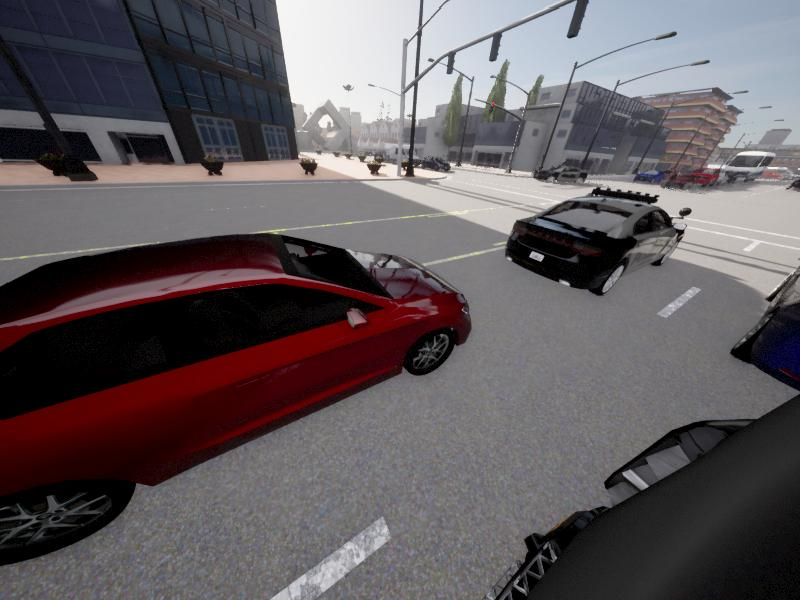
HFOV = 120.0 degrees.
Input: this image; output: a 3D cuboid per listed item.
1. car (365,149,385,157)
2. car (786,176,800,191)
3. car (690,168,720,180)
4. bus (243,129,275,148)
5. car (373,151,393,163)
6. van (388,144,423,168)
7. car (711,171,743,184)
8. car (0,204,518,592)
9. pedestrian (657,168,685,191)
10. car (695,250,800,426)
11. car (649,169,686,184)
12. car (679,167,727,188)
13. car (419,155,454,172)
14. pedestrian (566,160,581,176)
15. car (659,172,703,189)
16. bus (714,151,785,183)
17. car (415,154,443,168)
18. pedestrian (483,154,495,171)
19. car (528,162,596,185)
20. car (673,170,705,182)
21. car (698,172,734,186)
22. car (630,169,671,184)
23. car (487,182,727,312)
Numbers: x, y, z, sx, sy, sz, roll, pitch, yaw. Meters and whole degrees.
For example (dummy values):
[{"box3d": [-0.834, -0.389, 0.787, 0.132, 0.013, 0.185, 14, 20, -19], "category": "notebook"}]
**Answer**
[{"box3d": [-6.436, -38.026, 59.755, 4.974, 1.542, 2.038, -26, 43, -38], "category": "car"}, {"box3d": [54.502, -15.655, 31.021, 5.008, 1.535, 1.882, -17, 38, -26], "category": "car"}, {"box3d": [53.842, -22.257, 40.778, 5.008, 1.535, 1.882, -17, 38, -26], "category": "car"}, {"box3d": [-42.909, -49.357, 70.935, 3.944, 4.253, 10.273, 1, 33, -4], "category": "bus"}, {"box3d": [-2.806, -23.660, 38.154, 1.845, 1.501, 3.633, -16, 38, -27], "category": "car"}, {"box3d": [0.622, -20.772, 33.158, 1.988, 2.561, 5.915, -15, 38, -26], "category": "van"}, {"box3d": [50.676, -19.007, 35.837, 4.193, 1.474, 1.816, -17, 38, -26], "category": "car"}, {"box3d": [-1.189, 0.152, 2.295, 4.193, 1.474, 1.816, -16, 38, -26], "category": "car"}, {"box3d": [26.338, -11.759, 22.515, 0.751, 1.860, 0.751, 12, 34, 12], "category": "pedestrian"}, {"box3d": [6.340, 0.234, 2.776, 4.792, 1.488, 2.163, -16, 38, -26], "category": "car"}, {"box3d": [37.958, -17.536, 32.735, 4.892, 1.490, 1.837, -17, 38, -26], "category": "car"}, {"box3d": [38.872, -15.784, 29.657, 5.566, 2.045, 2.150, -16, 38, -26], "category": "car"}, {"box3d": [4.321, -16.609, 28.135, 1.816, 1.474, 4.193, -15, 38, -26], "category": "car"}, {"box3d": [23.486, -17.891, 31.339, 0.751, 1.860, 0.751, -11, 36, -21], "category": "pedestrian"}, {"box3d": [31.773, -13.532, 26.136, 4.674, 1.442, 1.812, -16, 38, -26], "category": "car"}, {"box3d": [59.333, -22.681, 39.283, 10.273, 4.253, 3.944, -17, 38, -26], "category": "bus"}, {"box3d": [4.257, -20.502, 34.083, 1.816, 1.474, 4.193, -15, 38, -26], "category": "car"}, {"box3d": [12.018, -18.505, 31.140, 0.751, 1.860, 0.751, -14, 37, -25], "category": "pedestrian"}, {"box3d": [16.084, -12.627, 23.081, 5.238, 1.638, 1.930, -2, 34, -8], "category": "car"}, {"box3d": [46.236, -19.898, 36.989, 4.181, 1.385, 1.994, -16, 38, -26], "category": "car"}, {"box3d": [45.348, -17.415, 33.145, 4.674, 1.442, 1.812, -16, 38, -26], "category": "car"}, {"box3d": [32.374, -15.984, 29.839, 5.008, 1.535, 1.882, -16, 38, -27], "category": "car"}, {"box3d": [4.751, -1.608, 5.289, 5.238, 1.638, 1.930, -16, 38, -26], "category": "car"}]
